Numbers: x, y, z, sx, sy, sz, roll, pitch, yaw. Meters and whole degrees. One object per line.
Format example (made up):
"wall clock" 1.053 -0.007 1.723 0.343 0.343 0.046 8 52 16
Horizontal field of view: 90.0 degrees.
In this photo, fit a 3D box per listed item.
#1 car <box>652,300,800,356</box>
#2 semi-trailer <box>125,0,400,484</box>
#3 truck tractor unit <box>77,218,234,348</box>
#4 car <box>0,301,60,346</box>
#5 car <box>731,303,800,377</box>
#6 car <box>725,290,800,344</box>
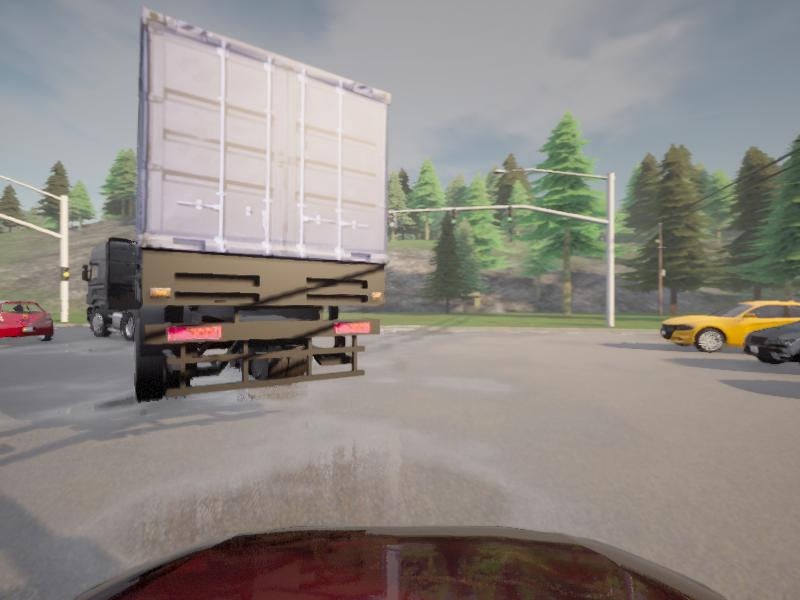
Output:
"car" 10.718 0.768 11.978 5.008 1.535 1.882 0 0 14
"semi-trailer" -5.093 -0.663 10.029 2.717 4.402 14.254 1 0 -34
"truck tractor unit" -9.991 -0.582 16.115 6.516 4.208 3.053 1 0 35
"car" -14.469 0.773 14.567 3.633 1.501 1.845 0 0 26
"car" 10.031 0.815 8.547 4.193 1.474 1.816 0 0 14
"car" 14.990 0.589 14.491 4.605 1.855 1.932 1 0 16
